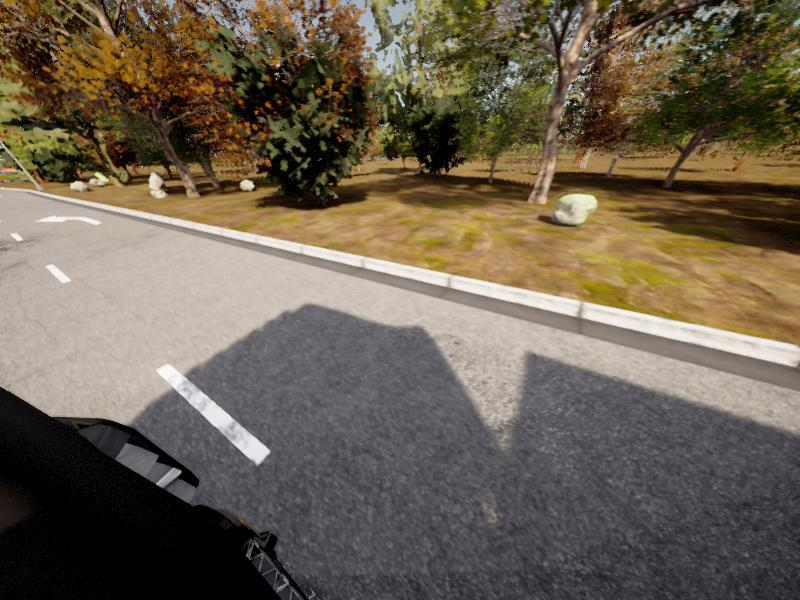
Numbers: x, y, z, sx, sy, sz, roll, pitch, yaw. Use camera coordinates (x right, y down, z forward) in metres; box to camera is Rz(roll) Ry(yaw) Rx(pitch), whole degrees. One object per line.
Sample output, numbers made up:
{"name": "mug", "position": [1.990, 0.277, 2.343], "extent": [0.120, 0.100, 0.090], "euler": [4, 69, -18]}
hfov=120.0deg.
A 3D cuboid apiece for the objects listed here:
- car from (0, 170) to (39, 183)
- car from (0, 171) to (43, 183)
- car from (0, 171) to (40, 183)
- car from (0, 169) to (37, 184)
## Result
{"name": "car", "position": [-75.793, -24.204, 45.305], "extent": [2.185, 1.767, 4.553], "euler": [7, 34, 15]}
{"name": "car", "position": [-78.109, -25.086, 47.073], "extent": [1.946, 1.575, 5.366], "euler": [7, 34, 15]}
{"name": "car", "position": [-80.585, -25.767, 48.313], "extent": [1.946, 1.575, 5.366], "euler": [8, 34, 15]}
{"name": "car", "position": [-73.421, -23.383, 43.670], "extent": [1.878, 1.987, 4.442], "euler": [7, 34, 15]}
